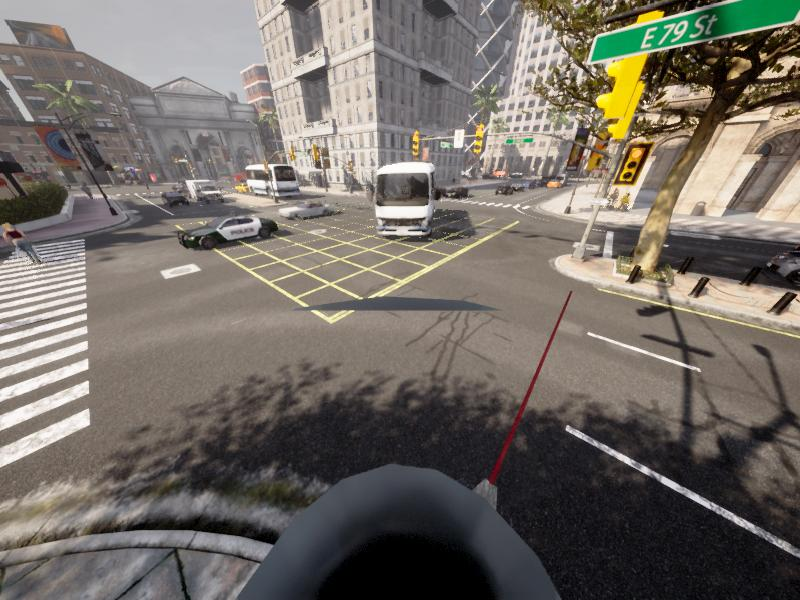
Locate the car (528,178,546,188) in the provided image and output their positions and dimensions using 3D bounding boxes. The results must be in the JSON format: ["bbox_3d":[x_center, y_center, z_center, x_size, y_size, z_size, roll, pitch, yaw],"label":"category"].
[{"bbox_3d":[30.644,-26.106,51.601,2.152,1.651,5.027,23,37,34],"label":"car"}]

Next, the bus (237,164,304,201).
[{"bbox_3d":[-19.231,-17.526,34.110,10.273,4.253,3.944,23,37,34],"label":"bus"}]

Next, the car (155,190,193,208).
[{"bbox_3d":[-27.136,-12.180,27.707,5.357,1.411,2.033,23,37,34],"label":"car"}]

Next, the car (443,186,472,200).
[{"bbox_3d":[8.282,-15.485,33.300,2.007,1.525,4.514,23,37,34],"label":"car"}]

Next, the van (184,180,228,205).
[{"bbox_3d":[-25.231,-14.113,30.022,6.366,2.431,2.351,23,37,34],"label":"van"}]

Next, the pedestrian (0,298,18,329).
[{"bbox_3d":[-11.695,0.182,6.341,0.751,1.300,0.751,20,35,30],"label":"pedestrian"}]

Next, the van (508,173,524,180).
[{"bbox_3d":[41.558,-44.408,82.888,4.480,2.038,2.069,23,37,34],"label":"van"}]

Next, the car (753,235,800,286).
[{"bbox_3d":[16.907,-1.185,8.528,3.633,1.501,1.845,23,37,34],"label":"car"}]

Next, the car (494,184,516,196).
[{"bbox_3d":[17.189,-18.077,37.842,1.816,1.474,4.193,23,37,34],"label":"car"}]

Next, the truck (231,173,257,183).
[{"bbox_3d":[-44.528,-34.981,66.121,2.627,2.467,5.204,23,37,34],"label":"truck"}]

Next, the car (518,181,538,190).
[{"bbox_3d":[26.001,-23.250,46.881,2.033,1.411,5.357,23,37,34],"label":"car"}]

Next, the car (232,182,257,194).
[{"bbox_3d":[-27.676,-20.013,41.088,5.366,1.575,1.801,23,37,34],"label":"car"}]

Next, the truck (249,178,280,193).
[{"bbox_3d":[-25.339,-21.541,43.216,6.274,2.098,2.390,23,37,34],"label":"truck"}]

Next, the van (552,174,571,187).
[{"bbox_3d":[37.843,-28.026,54.010,1.988,2.561,5.915,23,37,34],"label":"van"}]

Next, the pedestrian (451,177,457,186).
[{"bbox_3d":[12.178,-26.812,52.232,0.751,1.860,0.751,20,35,30],"label":"pedestrian"}]

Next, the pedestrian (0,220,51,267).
[{"bbox_3d":[-17.387,-2.603,10.605,0.751,1.860,0.751,19,35,30],"label":"pedestrian"}]

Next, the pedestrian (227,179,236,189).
[{"bbox_3d":[-34.753,-24.030,47.718,0.751,1.860,0.751,19,35,30],"label":"pedestrian"}]

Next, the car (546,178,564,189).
[{"bbox_3d":[33.211,-24.960,49.443,2.097,1.767,4.553,23,37,34],"label":"car"}]

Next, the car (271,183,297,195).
[{"bbox_3d":[-19.639,-18.838,39.190,4.674,1.442,1.812,23,37,34],"label":"car"}]

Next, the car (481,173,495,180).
[{"bbox_3d":[31.479,-44.045,82.423,3.866,1.878,1.905,23,37,34],"label":"car"}]

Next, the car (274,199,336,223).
[{"bbox_3d":[-8.355,-8.145,20.817,1.895,1.301,4.718,23,37,34],"label":"car"}]

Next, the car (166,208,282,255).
[{"bbox_3d":[-10.300,-4.351,14.010,2.038,1.542,4.974,23,37,34],"label":"car"}]

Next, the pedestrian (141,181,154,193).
[{"bbox_3d":[-43.528,-19.463,39.808,0.751,1.860,0.751,22,37,33],"label":"pedestrian"}]

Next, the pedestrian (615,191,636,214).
[{"bbox_3d":[21.028,-9.136,21.616,0.751,1.860,0.751,19,35,30],"label":"pedestrian"}]

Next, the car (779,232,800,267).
[{"bbox_3d":[20.631,-1.829,9.804,4.181,1.385,1.994,23,37,34],"label":"car"}]

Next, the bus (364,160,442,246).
[{"bbox_3d":[0.948,-7.600,16.911,3.944,4.253,10.273,3,30,8],"label":"bus"}]

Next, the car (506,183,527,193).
[{"bbox_3d":[21.378,-20.487,42.194,1.895,1.301,4.718,23,37,34],"label":"car"}]

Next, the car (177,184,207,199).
[{"bbox_3d":[-31.092,-16.241,34.507,4.856,1.649,2.033,23,37,34],"label":"car"}]

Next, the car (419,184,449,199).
[{"bbox_3d":[5.161,-16.408,34.756,2.242,1.667,4.611,23,37,34],"label":"car"}]

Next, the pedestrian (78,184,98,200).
[{"bbox_3d":[-40.882,-14.140,30.283,0.751,1.860,0.751,-24,38,-35],"label":"pedestrian"}]
